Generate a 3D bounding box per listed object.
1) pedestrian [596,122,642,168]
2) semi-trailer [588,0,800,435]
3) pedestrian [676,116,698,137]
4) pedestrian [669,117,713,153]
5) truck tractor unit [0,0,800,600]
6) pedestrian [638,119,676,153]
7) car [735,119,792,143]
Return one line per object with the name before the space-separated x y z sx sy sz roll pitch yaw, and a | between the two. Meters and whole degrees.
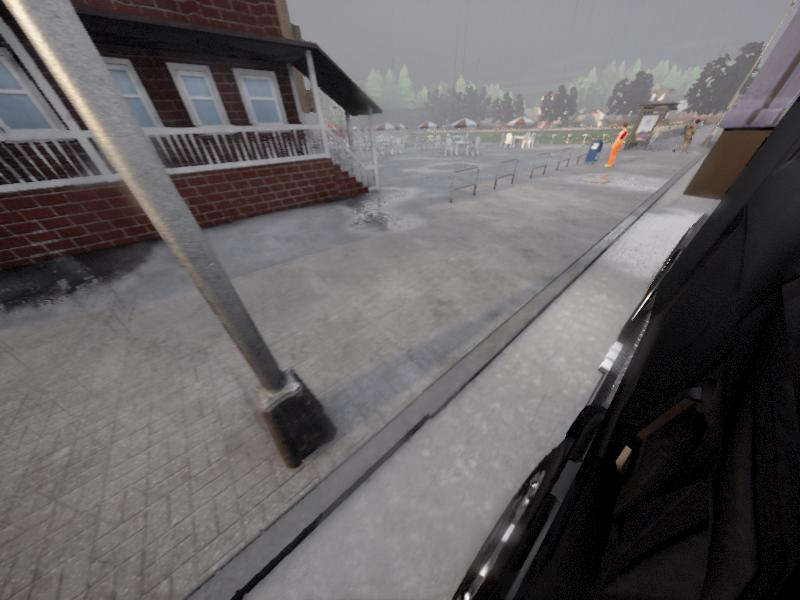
pedestrian | 10.955 -7.797 11.641 0.751 1.860 0.751 -9 37 -8
semi-trailer | 9.440 -2.950 3.326 14.254 4.402 2.717 -19 39 -20
pedestrian | 32.559 -19.667 26.222 0.751 1.860 0.751 -29 44 -30
pedestrian | 18.843 -10.691 15.041 0.751 1.860 0.751 -2 37 1
truck tractor unit | 2.645 -0.295 0.351 6.516 4.208 3.053 -28 44 -30
pedestrian | 17.721 -11.346 15.983 0.751 1.860 0.751 -8 37 -8
car | 32.415 -15.146 20.694 4.902 1.511 2.128 -27 43 -30
